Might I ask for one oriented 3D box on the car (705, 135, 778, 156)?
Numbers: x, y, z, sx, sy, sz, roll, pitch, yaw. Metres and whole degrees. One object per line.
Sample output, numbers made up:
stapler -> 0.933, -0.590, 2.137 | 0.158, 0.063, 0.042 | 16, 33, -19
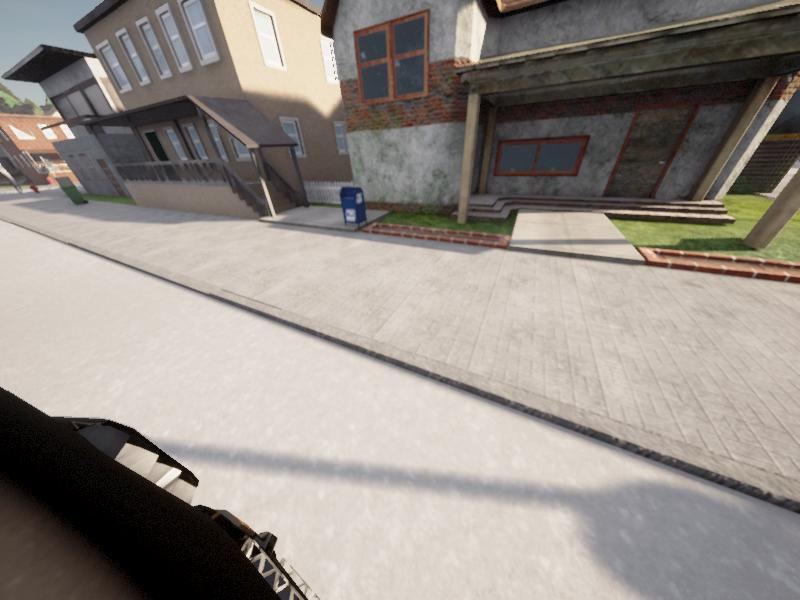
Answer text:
car -> 33.664, -15.460, 23.082 | 1.801, 1.575, 5.366 | 14, 37, 23

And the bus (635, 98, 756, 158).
bus -> 31.232, -18.598, 25.605 | 3.944, 4.253, 10.273 | 13, 36, 23
